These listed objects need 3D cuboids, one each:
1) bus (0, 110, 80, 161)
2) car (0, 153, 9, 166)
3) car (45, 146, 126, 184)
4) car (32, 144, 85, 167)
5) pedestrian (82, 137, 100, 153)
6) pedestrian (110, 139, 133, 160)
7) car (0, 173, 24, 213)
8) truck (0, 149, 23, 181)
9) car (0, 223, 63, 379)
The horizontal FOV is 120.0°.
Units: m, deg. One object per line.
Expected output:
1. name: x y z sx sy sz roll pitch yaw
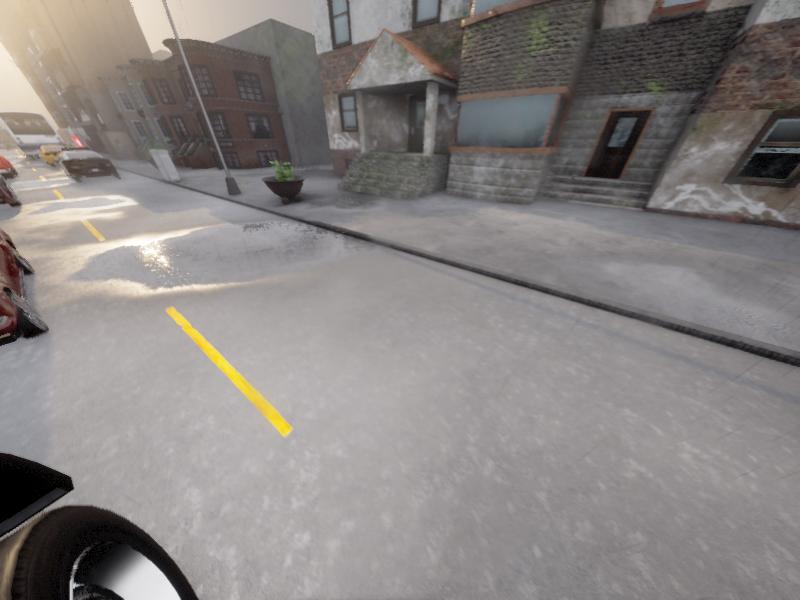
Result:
1. bus: -42.838 -19.101 26.930 10.273 4.253 3.944 23 41 28
2. car: -36.481 -12.760 20.043 3.866 1.878 1.905 22 41 28
3. car: -19.659 -8.528 14.403 5.238 1.638 1.930 22 41 28
4. car: -31.090 -13.215 21.038 5.008 1.535 1.882 23 41 28
5. pedestrian: -45.673 -22.914 34.161 0.751 1.860 0.751 22 41 28
6. pedestrian: -28.855 -15.615 23.958 0.751 1.860 0.751 24 42 30
7. car: -16.118 -4.125 8.428 4.181 1.385 1.994 22 41 28
8. truck: -25.822 -8.584 13.722 5.204 2.467 2.627 22 41 28
9. car: -6.725 -0.207 3.018 4.718 1.301 1.895 22 41 28
